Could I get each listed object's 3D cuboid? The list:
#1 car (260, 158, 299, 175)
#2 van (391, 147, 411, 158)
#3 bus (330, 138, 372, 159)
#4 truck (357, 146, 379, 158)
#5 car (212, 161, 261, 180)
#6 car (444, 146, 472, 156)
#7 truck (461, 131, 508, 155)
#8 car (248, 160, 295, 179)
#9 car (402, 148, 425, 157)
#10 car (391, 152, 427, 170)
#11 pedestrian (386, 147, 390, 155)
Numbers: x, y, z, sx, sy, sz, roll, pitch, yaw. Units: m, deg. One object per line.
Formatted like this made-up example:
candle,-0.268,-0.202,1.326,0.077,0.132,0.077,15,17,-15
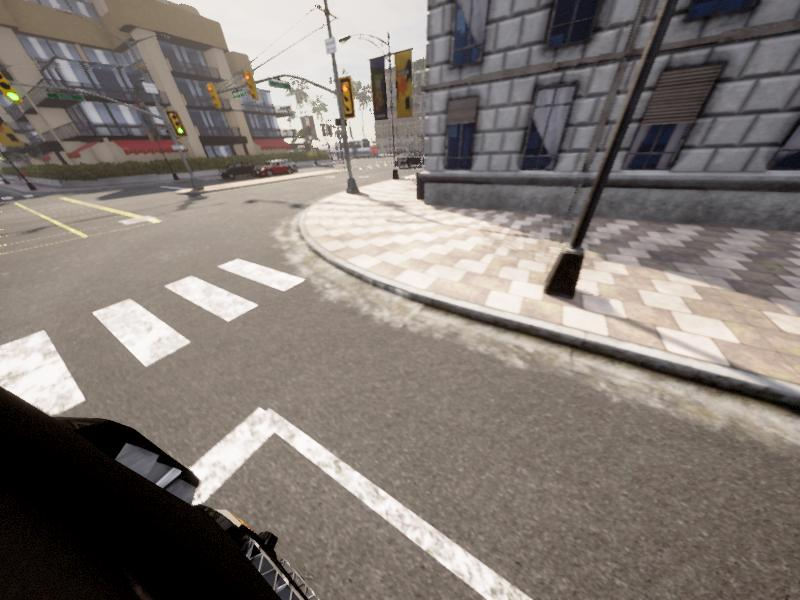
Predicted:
car,-15.178,-16.979,29.311,1.970,1.475,3.806,16,38,26
van,0.340,-35.386,55.306,4.442,1.987,1.775,16,38,27
bus,-12.910,-40.141,61.428,10.273,4.253,3.944,16,38,27
truck,-8.847,-40.547,63.337,5.204,2.467,2.627,16,38,27
car,-17.919,-14.315,25.450,1.789,1.549,3.705,16,38,26
car,12.138,-31.366,48.717,5.366,1.575,1.801,11,36,19
truck,17.810,-33.255,49.087,8.468,3.827,2.891,16,38,27
car,-13.923,-14.373,25.297,1.970,1.475,3.806,16,38,26
car,3.284,-36.634,57.267,5.238,1.638,1.930,16,38,27
car,1.171,-16.625,27.477,2.128,1.511,4.902,16,38,26
pedestrian,-3.648,-45.041,69.921,0.751,1.860,0.751,23,41,33
